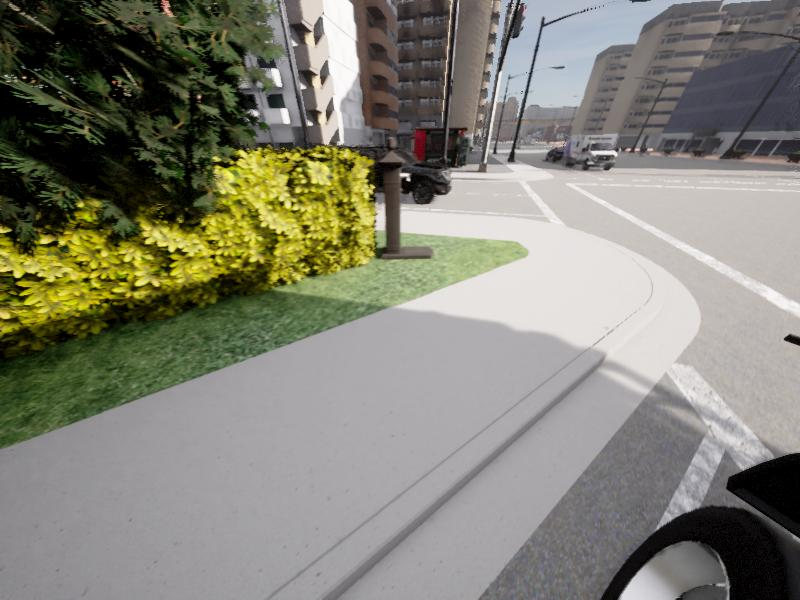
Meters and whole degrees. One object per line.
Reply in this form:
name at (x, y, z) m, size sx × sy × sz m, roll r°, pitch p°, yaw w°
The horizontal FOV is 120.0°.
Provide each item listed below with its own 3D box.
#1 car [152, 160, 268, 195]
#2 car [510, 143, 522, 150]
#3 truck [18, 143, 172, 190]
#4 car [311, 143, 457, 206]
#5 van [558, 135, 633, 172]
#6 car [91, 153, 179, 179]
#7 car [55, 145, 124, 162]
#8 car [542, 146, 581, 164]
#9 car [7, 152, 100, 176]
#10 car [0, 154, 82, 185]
car at (-9.864, -6.512, 12.190) m, size 4.718 × 1.301 × 1.895 m, roll 8°, pitch 36°, yaw 12°
car at (34.534, -45.734, 68.855) m, size 2.242 × 1.667 × 4.611 m, roll 8°, pitch 36°, yaw 11°
truck at (-17.680, -7.943, 13.614) m, size 6.274 × 2.098 × 2.390 m, roll 8°, pitch 36°, yaw 12°
car at (-0.566, -5.523, 10.033) m, size 5.566 × 2.045 × 2.150 m, roll 8°, pitch 36°, yaw 12°
van at (16.780, -13.083, 20.464) m, size 2.351 × 2.431 × 6.366 m, roll 8°, pitch 35°, yaw 11°
car at (-19.501, -9.991, 17.122) m, size 4.674 × 1.442 × 1.812 m, roll 8°, pitch 36°, yaw 12°
car at (-42.337, -20.221, 31.765) m, size 1.930 × 1.638 × 5.238 m, roll 8°, pitch 36°, yaw 12°
car at (18.620, -17.015, 27.000) m, size 2.128 × 1.511 × 4.902 m, roll 8°, pitch 35°, yaw 11°
car at (-28.213, -11.207, 18.915) m, size 4.792 × 1.488 × 2.163 m, roll 8°, pitch 36°, yaw 11°
car at (-24.644, -8.649, 15.233) m, size 4.792 × 1.488 × 2.163 m, roll 8°, pitch 36°, yaw 12°
